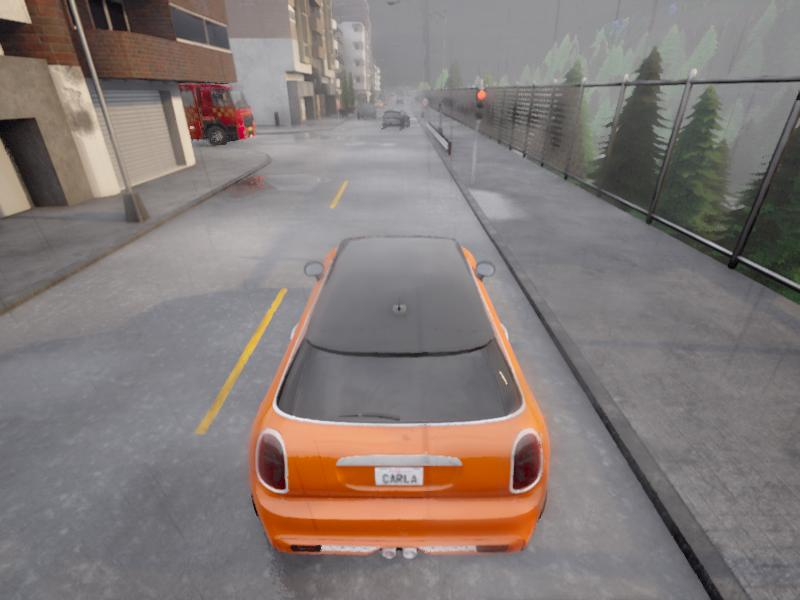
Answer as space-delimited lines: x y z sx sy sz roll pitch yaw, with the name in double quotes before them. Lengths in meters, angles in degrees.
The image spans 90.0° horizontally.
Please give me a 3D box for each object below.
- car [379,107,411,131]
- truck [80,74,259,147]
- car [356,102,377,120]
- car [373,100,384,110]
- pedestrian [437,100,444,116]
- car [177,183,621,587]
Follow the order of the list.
"car" -0.358 -16.249 35.846 2.033 1.649 4.856 5 28 8
"truck" -13.721 -11.667 24.690 8.468 3.827 2.891 -1 28 -2
"car" -4.006 -22.841 48.303 2.097 1.767 4.553 0 28 0
"car" -4.019 -36.989 75.694 1.801 1.575 5.366 0 28 0
"pedestrian" 5.181 -24.798 51.705 0.751 1.860 0.751 0 28 0
"car" -0.003 0.104 4.320 2.097 1.767 4.553 0 28 0
